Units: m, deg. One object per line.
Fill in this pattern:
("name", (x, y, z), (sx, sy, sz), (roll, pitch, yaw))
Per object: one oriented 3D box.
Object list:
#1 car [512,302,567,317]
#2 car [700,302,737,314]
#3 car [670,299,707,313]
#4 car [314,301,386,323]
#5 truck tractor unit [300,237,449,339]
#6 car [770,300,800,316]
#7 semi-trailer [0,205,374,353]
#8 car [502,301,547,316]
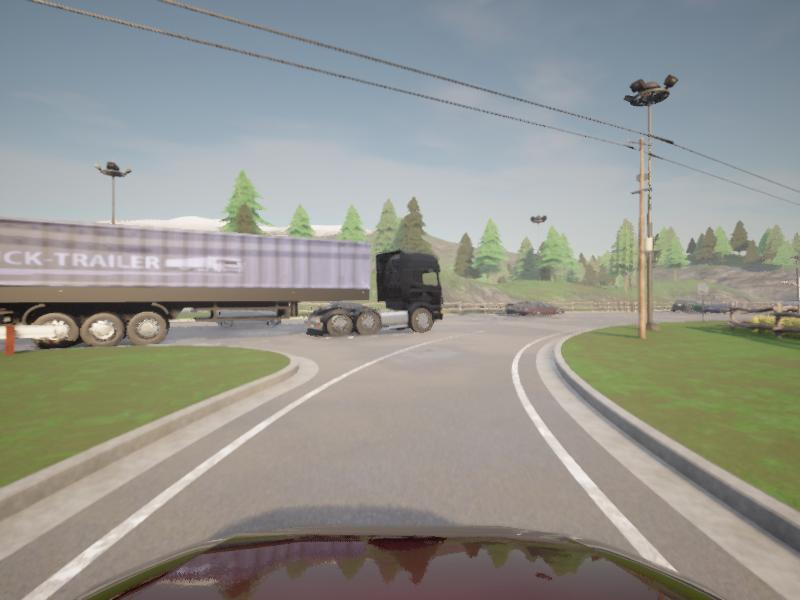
("car", (13.768, 0.914, 39.510), (5.357, 1.411, 2.033), (0, 0, -28))
("car", (39.042, 0.935, 49.016), (4.181, 1.385, 1.994), (0, 0, -28))
("car", (37.654, 0.724, 52.244), (4.553, 1.767, 2.097), (0, 0, -28))
("car", (-3.751, 0.835, 30.176), (5.008, 1.535, 1.882), (0, 0, -28))
("truck tractor unit", (-1.167, -0.516, 19.332), (6.516, 4.208, 3.053), (0, 0, -30))
("car", (41.819, 0.797, 42.561), (5.238, 1.638, 1.930), (0, 0, -28))
("semi-trailer", (-8.070, -0.612, 15.469), (14.254, 4.402, 2.717), (0, 0, -29))
("car", (13.470, 0.850, 43.321), (4.514, 1.525, 2.007), (0, 0, -28))
